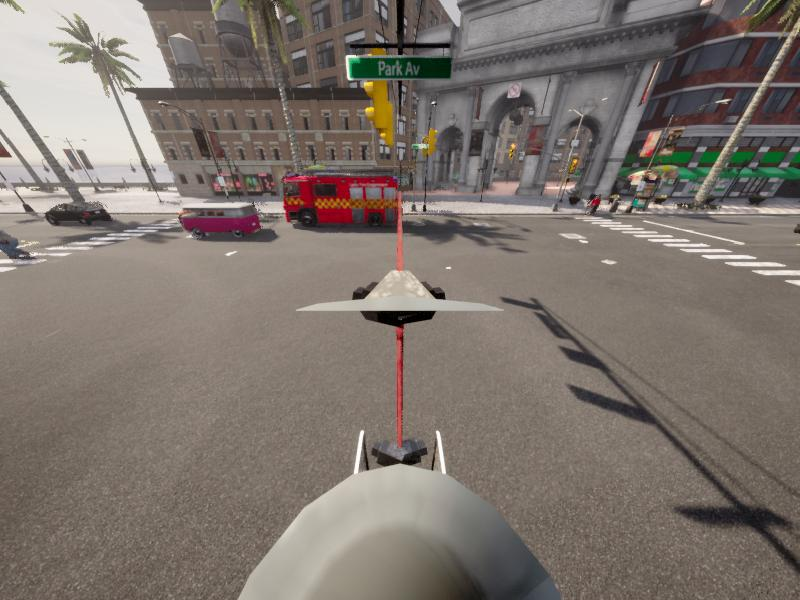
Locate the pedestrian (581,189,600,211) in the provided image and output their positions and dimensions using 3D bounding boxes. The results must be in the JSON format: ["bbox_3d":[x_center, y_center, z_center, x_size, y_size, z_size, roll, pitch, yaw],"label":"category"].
[{"bbox_3d":[19.074,-10.002,23.116,0.751,1.860,0.751,-23,37,-35],"label":"pedestrian"}]

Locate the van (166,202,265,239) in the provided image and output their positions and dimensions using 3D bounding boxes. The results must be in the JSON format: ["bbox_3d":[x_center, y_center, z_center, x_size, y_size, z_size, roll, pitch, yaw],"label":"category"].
[{"bbox_3d":[-11.759,-5.231,15.077,4.442,1.987,1.775,0,30,1],"label":"van"}]

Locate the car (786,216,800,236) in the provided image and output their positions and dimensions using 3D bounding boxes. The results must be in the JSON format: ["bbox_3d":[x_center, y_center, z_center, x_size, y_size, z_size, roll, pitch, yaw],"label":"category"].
[{"bbox_3d":[28.667,-4.955,14.693,3.866,1.878,1.905,0,30,1],"label":"car"}]

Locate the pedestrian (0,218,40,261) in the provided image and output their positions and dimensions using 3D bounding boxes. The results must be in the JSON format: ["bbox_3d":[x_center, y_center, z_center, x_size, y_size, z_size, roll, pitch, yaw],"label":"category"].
[{"bbox_3d":[-18.921,-2.896,11.113,0.751,1.860,0.751,2,30,4],"label":"pedestrian"}]

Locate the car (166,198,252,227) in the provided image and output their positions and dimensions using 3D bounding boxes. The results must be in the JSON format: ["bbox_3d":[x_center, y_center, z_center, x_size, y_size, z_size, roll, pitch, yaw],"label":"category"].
[{"bbox_3d":[-14.818,-6.911,18.189,4.553,1.767,2.097,0,30,1],"label":"car"}]

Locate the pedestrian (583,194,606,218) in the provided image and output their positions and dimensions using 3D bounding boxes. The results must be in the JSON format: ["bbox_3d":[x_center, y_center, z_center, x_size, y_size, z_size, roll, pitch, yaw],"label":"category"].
[{"bbox_3d":[17.292,-8.347,20.555,0.751,1.860,0.751,4,30,7],"label":"pedestrian"}]

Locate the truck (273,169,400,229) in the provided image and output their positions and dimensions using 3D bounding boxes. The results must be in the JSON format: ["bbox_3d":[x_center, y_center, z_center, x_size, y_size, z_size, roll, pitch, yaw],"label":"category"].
[{"bbox_3d":[-4.242,-7.740,17.579,8.468,3.827,2.891,0,30,1],"label":"truck"}]

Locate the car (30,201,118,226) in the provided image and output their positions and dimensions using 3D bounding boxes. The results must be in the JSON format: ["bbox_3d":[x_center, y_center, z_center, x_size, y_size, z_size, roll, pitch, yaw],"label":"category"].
[{"bbox_3d":[-25.702,-6.878,18.349,3.705,1.549,1.789,0,30,1],"label":"car"}]

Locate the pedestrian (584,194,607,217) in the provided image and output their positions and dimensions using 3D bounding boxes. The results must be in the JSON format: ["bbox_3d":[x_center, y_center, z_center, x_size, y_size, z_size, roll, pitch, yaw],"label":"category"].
[{"bbox_3d":[17.765,-8.628,21.041,0.751,1.860,0.751,2,30,3],"label":"pedestrian"}]
